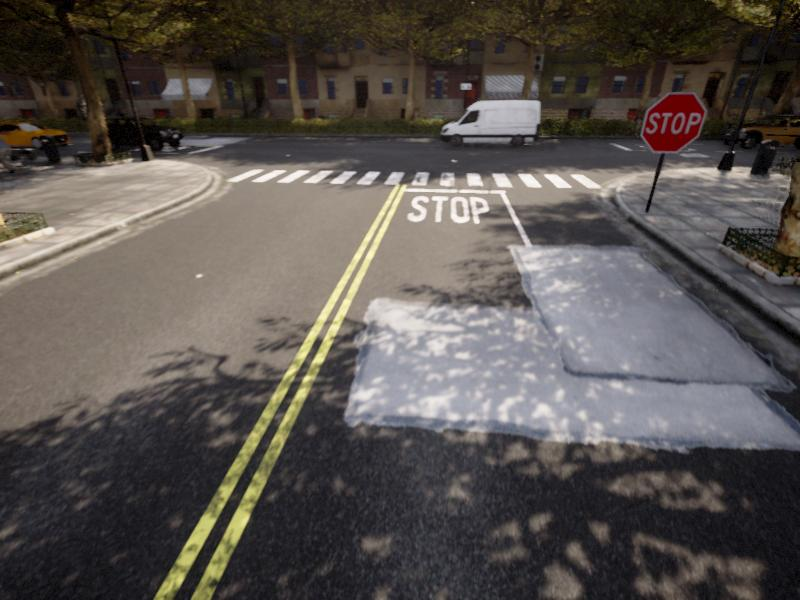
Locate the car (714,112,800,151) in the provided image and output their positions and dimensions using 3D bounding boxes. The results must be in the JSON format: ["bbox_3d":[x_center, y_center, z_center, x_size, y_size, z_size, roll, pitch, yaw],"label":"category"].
[{"bbox_3d":[21.452,-9.733,23.029,4.605,1.855,1.932,4,28,6],"label":"car"}]

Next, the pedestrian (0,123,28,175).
[{"bbox_3d":[-15.727,-5.934,15.730,0.751,1.860,0.751,-2,27,-3],"label":"pedestrian"}]

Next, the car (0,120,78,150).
[{"bbox_3d":[-23.549,-10.402,25.154,5.008,1.535,1.882,3,28,7],"label":"car"}]

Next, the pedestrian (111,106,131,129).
[{"bbox_3d":[-24.977,-16.338,35.873,0.751,1.860,0.751,1,27,2],"label":"pedestrian"}]

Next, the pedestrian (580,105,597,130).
[{"bbox_3d":[15.408,-14.908,32.693,0.751,1.860,0.751,3,28,6],"label":"pedestrian"}]

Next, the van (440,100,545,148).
[{"bbox_3d":[5.518,-10.896,24.712,5.915,2.561,1.988,3,28,7],"label":"van"}]

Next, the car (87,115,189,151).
[{"bbox_3d":[-15.710,-10.128,24.172,4.605,1.855,1.932,3,28,7],"label":"car"}]
